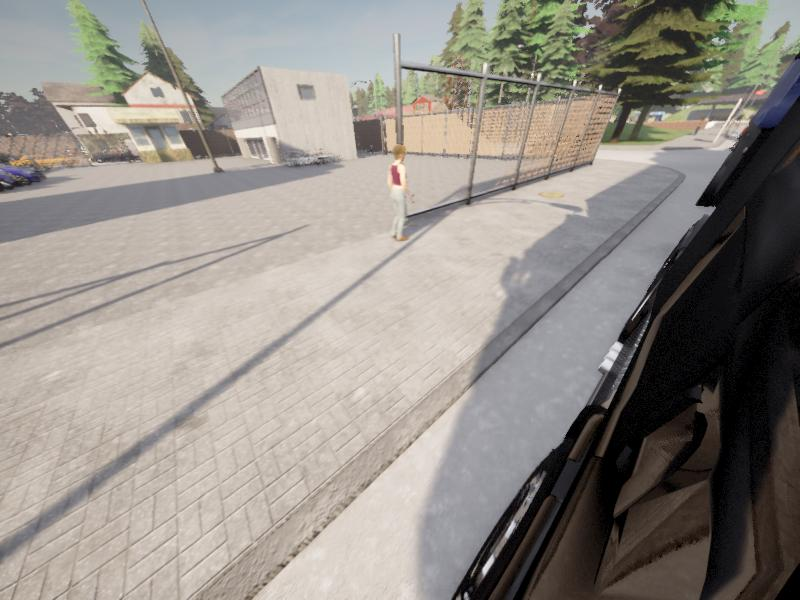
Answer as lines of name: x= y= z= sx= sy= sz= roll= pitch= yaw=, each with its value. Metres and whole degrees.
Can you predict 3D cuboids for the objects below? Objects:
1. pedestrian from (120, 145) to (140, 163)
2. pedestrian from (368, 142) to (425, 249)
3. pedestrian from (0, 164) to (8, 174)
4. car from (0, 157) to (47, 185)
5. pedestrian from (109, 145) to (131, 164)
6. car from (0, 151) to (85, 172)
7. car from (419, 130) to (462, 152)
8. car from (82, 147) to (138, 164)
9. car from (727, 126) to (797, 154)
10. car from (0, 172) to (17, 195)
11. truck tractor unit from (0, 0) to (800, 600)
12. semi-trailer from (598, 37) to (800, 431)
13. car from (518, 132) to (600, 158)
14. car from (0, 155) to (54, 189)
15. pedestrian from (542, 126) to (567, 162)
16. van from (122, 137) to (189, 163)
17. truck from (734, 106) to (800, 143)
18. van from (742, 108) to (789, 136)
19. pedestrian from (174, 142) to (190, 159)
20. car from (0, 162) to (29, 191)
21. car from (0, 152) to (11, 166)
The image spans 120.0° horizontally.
pedestrian: x=-33.741 y=-18.308 z=28.935 sx=0.751 sy=1.860 sz=0.751 roll=-26 pitch=42 yaw=-29
pedestrian: x=-0.038 y=-2.145 z=4.813 sx=0.751 sy=1.860 sz=0.751 roll=-27 pitch=43 yaw=-29
pedestrian: x=-40.873 y=-13.685 z=23.106 sx=0.751 sy=1.860 sz=0.751 roll=29 pitch=47 yaw=35
car: x=-29.823 y=-9.275 z=16.787 sx=4.193 sy=1.474 sz=1.816 roll=-28 pitch=43 yaw=-30
pedestrian: x=-34.114 y=-17.717 z=28.156 sx=0.751 sy=1.860 sz=0.751 roll=-20 pitch=40 yaw=-22
car: x=-42.727 y=-16.751 z=27.842 sx=5.366 sy=1.575 sz=1.801 roll=-28 pitch=43 yaw=-31
car: x=4.511 y=-18.245 z=26.616 sx=1.932 sy=1.855 sz=4.605 roll=-28 pitch=42 yaw=-30
car: x=-41.140 y=-20.657 z=32.976 sx=4.611 sy=1.667 sz=2.242 roll=-28 pitch=43 yaw=-30
car: x=25.538 y=-11.323 z=16.290 sx=4.181 sy=1.385 sz=1.994 roll=-24 pitch=42 yaw=-27
car: x=-24.671 y=-6.366 z=12.211 sx=3.866 sy=1.878 sz=1.905 roll=-28 pitch=43 yaw=-30
truck tractor unit: x=2.645 y=-0.295 z=0.352 sx=6.516 sy=4.208 sz=3.053 roll=-28 pitch=44 yaw=-30
semi-trailer: x=8.699 y=-3.581 z=4.260 sx=14.254 sy=4.402 sz=2.717 roll=-28 pitch=43 yaw=-30
car: x=12.626 y=-12.585 z=18.723 sx=1.837 sy=1.490 sz=4.892 roll=-28 pitch=43 yaw=-30
car: x=-27.226 y=-8.249 z=15.111 sx=4.611 sy=1.667 sz=2.242 roll=-28 pitch=43 yaw=-30
pedestrian: x=9.934 y=-10.080 z=14.949 sx=0.751 sy=1.860 sz=0.751 roll=10 pitch=38 yaw=17
van: x=-34.469 y=-21.434 z=32.876 sx=5.915 sy=2.561 sz=1.988 roll=-28 pitch=43 yaw=-30
truck: x=35.824 y=-17.105 z=22.508 sx=5.204 sy=2.467 sz=2.627 roll=-29 pitch=44 yaw=-28
van: x=45.732 y=-22.345 z=28.987 sx=5.915 sy=2.561 sz=1.988 roll=-29 pitch=44 yaw=-29
pedestrian: x=-29.428 y=-20.160 z=31.176 sx=0.751 sy=1.860 sz=0.751 roll=-22 pitch=40 yaw=-24
car: x=-25.388 y=-7.486 z=14.132 sx=2.207 sy=1.379 sz=1.481 roll=-28 pitch=43 yaw=-30
car: x=-72.995 y=-25.097 z=41.241 sx=1.932 sy=1.855 sz=4.605 roll=-28 pitch=43 yaw=-30
